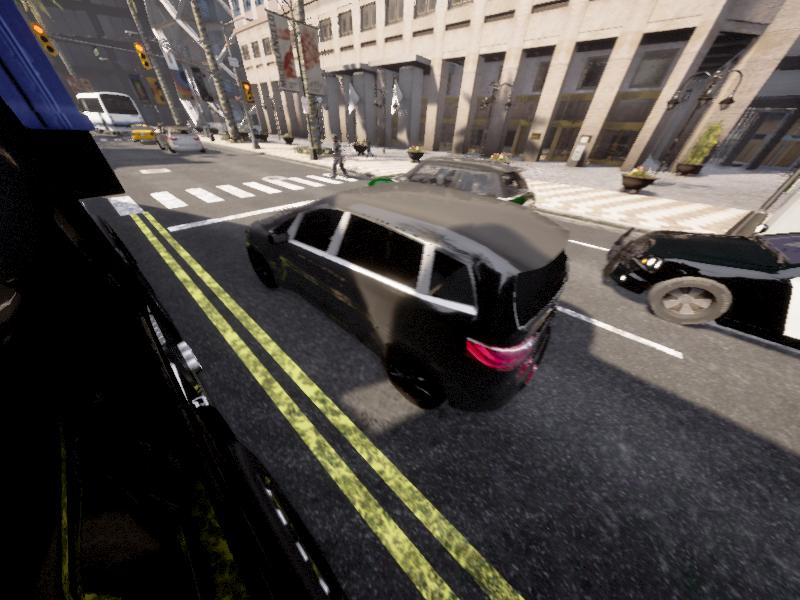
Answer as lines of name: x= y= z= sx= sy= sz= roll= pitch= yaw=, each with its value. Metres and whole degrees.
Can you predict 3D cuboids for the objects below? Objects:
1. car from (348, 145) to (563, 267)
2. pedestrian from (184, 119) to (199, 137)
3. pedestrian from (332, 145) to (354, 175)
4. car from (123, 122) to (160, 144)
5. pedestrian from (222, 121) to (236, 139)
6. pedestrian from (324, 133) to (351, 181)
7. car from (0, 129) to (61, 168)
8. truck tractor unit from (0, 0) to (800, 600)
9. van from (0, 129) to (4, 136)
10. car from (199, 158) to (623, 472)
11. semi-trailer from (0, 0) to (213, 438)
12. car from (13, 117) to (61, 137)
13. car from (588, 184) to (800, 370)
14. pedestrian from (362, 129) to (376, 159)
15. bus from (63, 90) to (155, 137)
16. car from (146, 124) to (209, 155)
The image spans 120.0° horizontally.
car: x=1.050 y=-2.767 z=5.970 sx=4.553 sy=1.767 sz=2.097 roll=28 pitch=44 yaw=30
pedestrian: x=-27.718 y=-22.820 z=30.698 sx=0.751 sy=1.860 sz=0.751 roll=-13 pitch=39 yaw=-20
pedestrian: x=-3.133 y=-7.784 z=12.819 sx=0.751 sy=1.300 sz=0.751 roll=13 pitch=38 yaw=13
car: x=-26.455 y=-17.250 z=23.813 sx=1.801 sy=1.575 sz=5.366 roll=-25 pitch=45 yaw=-31
pedestrian: x=-22.944 y=-22.835 z=31.038 sx=0.751 sy=1.860 sz=0.751 roll=32 pitch=45 yaw=33
pedestrian: x=-2.963 y=-6.774 z=11.001 sx=0.751 sy=1.860 sz=0.751 roll=-29 pitch=47 yaw=-35
car: x=-20.030 y=-7.209 z=10.899 sx=4.181 sy=1.385 sz=1.994 roll=-1 pitch=37 yaw=-5
truck tractor unit: x=-2.645 y=-0.295 z=0.351 sx=6.516 sy=4.208 sz=3.053 roll=28 pitch=44 yaw=30
van: x=-41.752 y=-17.483 z=22.719 sx=4.480 sy=2.038 sz=2.069 roll=26 pitch=42 yaw=28
car: x=-0.318 y=-0.716 z=3.220 sx=4.611 sy=1.667 sz=2.242 roll=28 pitch=43 yaw=30
semi-trailer: x=-9.702 y=-2.621 z=2.833 sx=14.254 sy=4.402 sz=2.717 roll=15 pitch=37 yaw=15
car: x=-39.704 y=-18.910 z=25.247 sx=4.792 sy=1.488 sz=2.163 roll=25 pitch=42 yaw=27
car: x=5.819 y=-0.087 z=2.901 sx=4.974 sy=1.542 sz=2.038 roll=28 pitch=44 yaw=30
pedestrian: x=-2.374 y=-11.992 z=17.811 sx=0.751 sy=1.860 sz=0.751 roll=24 pitch=41 yaw=26
bus: x=-37.994 y=-24.274 z=30.264 sx=10.273 sy=4.253 sz=3.944 roll=22 pitch=41 yaw=24
car: x=-17.593 y=-12.776 z=18.306 sx=4.611 sy=1.667 sz=2.242 roll=28 pitch=44 yaw=30
